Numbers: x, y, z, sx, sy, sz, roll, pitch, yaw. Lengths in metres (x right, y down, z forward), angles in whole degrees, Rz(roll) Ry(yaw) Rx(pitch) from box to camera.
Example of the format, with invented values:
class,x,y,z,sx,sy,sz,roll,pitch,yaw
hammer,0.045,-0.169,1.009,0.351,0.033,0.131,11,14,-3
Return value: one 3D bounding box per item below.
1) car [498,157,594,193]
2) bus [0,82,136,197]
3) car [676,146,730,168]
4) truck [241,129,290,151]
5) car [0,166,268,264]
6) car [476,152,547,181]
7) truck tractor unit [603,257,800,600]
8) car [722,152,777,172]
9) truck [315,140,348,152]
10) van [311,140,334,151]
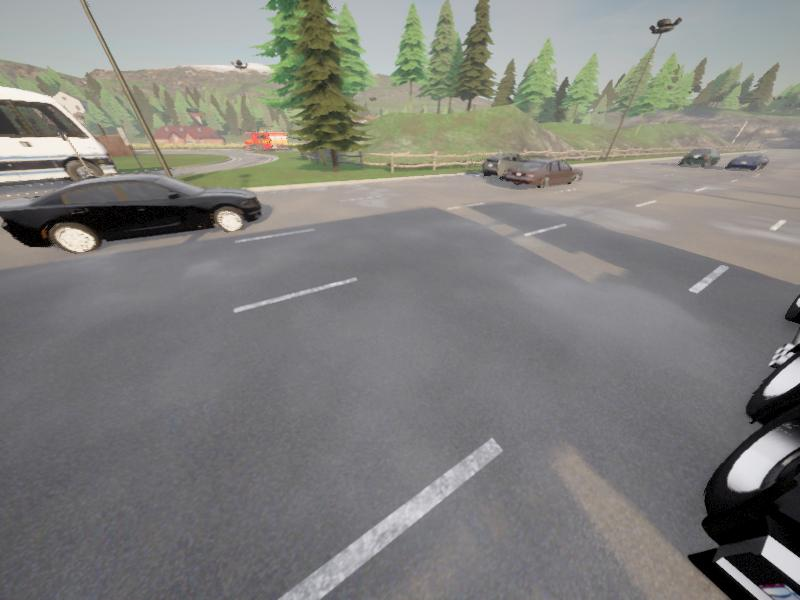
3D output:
class,x,y,z,sx,sy,sz,roll,pitch,yaw
car,8.675,-7.560,13.717,5.357,1.411,2.033,-18,39,-24
bus,-20.505,-6.962,10.115,3.944,4.253,10.273,18,39,23
car,33.045,-15.668,25.220,4.553,1.767,2.097,-18,39,-24
truck,-29.492,-35.114,50.859,8.468,3.827,2.891,-18,39,-24
car,-6.721,-2.600,6.336,5.008,1.535,1.882,-18,39,-24
car,7.984,-9.699,16.668,4.514,1.525,2.007,-18,39,-24
truck tractor unit,5.094,-0.318,0.796,6.516,4.208,3.053,-19,39,-25
car,34.076,-13.520,22.514,4.181,1.385,1.994,-18,39,-24
truck,-15.209,-34.417,51.494,6.274,2.098,2.390,-18,39,-24
van,-17.918,-35.800,53.552,4.442,1.987,1.775,-18,39,-24
